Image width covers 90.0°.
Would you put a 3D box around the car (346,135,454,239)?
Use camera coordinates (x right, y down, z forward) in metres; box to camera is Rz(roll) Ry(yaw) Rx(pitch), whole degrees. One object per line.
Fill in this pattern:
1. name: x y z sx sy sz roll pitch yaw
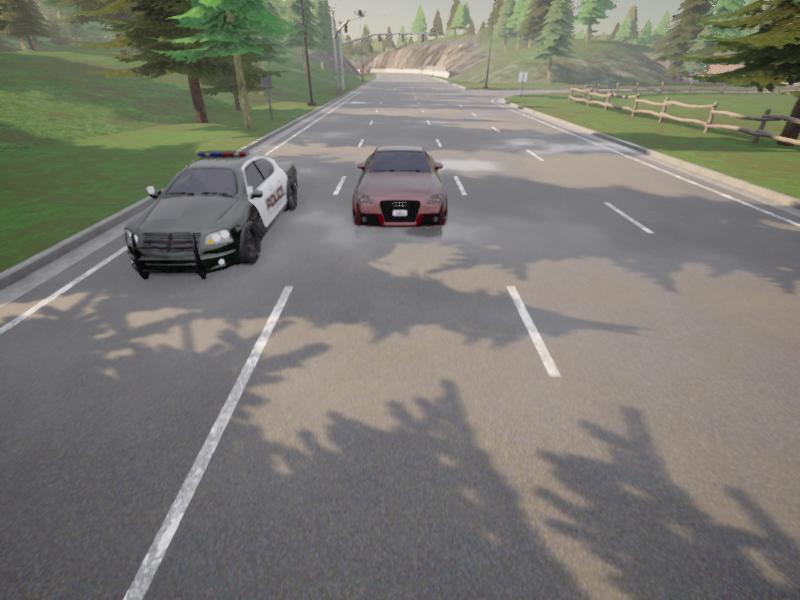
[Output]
1. car: -0.001 -2.888 9.543 1.994 1.385 4.181 0 30 0

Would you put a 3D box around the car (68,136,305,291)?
1. car: -3.502 -2.062 7.974 2.038 1.542 4.974 0 30 0
